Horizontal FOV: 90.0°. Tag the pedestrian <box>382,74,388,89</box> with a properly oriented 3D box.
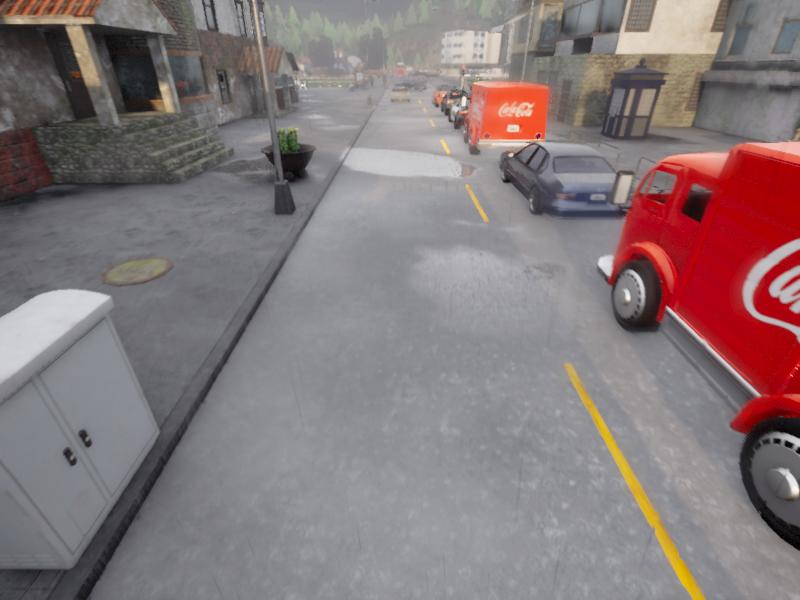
[{"bbox_3d":[-2.192,-31.954,58.537,0.751,1.860,0.751,9,32,15],"label":"pedestrian"}]

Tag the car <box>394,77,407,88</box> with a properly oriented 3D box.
[{"bbox_3d":[0.045,-35.617,65.517,2.033,1.411,5.357,0,30,0],"label":"car"}]

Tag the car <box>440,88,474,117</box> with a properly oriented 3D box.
[{"bbox_3d":[4.025,-14.350,28.947,1.851,1.617,3.988,0,30,0],"label":"car"}]

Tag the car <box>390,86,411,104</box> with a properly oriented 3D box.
[{"bbox_3d":[0.028,-20.021,38.950,1.895,1.301,4.718,0,30,0],"label":"car"}]

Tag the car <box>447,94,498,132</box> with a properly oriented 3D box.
[{"bbox_3d":[4.020,-10.910,23.141,2.038,1.542,4.974,0,30,0],"label":"car"}]

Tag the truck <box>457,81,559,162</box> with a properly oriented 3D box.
[{"bbox_3d":[4.014,-7.426,16.248,2.627,2.467,5.204,0,30,0],"label":"truck"}]

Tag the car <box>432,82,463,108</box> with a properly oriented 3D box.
[{"bbox_3d":[4.025,-17.752,34.578,2.097,1.767,4.553,0,30,0],"label":"car"}]

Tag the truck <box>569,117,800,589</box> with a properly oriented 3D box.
[{"bbox_3d":[4.004,0.036,3.497,2.627,2.467,5.204,0,30,0],"label":"truck"}]

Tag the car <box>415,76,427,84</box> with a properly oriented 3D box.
[{"bbox_3d":[4.076,-42.923,78.034,1.994,1.385,4.181,-1,30,-1],"label":"car"}]

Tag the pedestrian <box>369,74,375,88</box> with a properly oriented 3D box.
[{"bbox_3d":[-4.300,-33.451,61.095,0.751,1.860,0.751,4,31,6],"label":"pedestrian"}]

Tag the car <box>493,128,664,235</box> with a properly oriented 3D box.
[{"bbox_3d":[4.011,-3.308,10.280,2.033,1.411,5.357,0,30,0],"label":"car"}]

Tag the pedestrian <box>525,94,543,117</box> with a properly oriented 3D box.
[{"bbox_3d":[8.825,-12.792,26.334,0.751,1.300,0.751,0,30,0],"label":"pedestrian"}]

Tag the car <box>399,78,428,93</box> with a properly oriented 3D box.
[{"bbox_3d":[1.806,-29.487,54.937,1.837,1.490,4.892,-16,34,-22],"label":"car"}]
